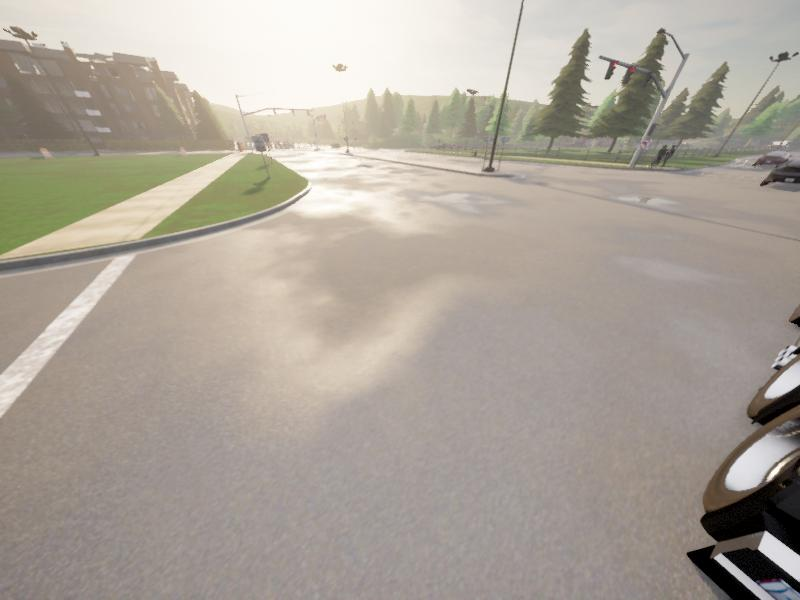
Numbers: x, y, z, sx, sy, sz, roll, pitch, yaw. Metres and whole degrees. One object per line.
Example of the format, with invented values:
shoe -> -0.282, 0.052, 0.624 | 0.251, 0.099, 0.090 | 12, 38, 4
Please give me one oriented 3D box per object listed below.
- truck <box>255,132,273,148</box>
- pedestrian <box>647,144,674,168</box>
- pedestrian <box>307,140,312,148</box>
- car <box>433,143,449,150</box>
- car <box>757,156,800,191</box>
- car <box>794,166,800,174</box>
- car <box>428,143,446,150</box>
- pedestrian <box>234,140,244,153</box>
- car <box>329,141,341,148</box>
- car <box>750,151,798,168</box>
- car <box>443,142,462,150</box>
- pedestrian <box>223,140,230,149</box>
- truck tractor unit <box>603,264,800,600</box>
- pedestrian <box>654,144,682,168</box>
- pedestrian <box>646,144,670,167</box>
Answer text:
truck -> -39.593, -46.597, 67.298 | 2.891, 3.827, 8.468 | -18, 39, -25
pedestrian -> 24.854, -13.750, 22.064 | 0.751, 1.860, 0.751 | 9, 36, 12
pedestrian -> -24.605, -42.580, 63.068 | 0.751, 1.860, 0.751 | -23, 41, -30
car -> 11.819, -44.062, 66.127 | 3.988, 1.617, 1.851 | -18, 39, -24
car -> 24.657, -7.853, 14.216 | 4.892, 1.490, 1.837 | -18, 39, -24
car -> 37.524, -11.991, 20.391 | 4.181, 1.385, 1.994 | -18, 39, -24
car -> 11.135, -46.065, 69.167 | 5.027, 1.651, 2.152 | -18, 39, -24
pedestrian -> -27.417, -26.119, 39.375 | 0.751, 1.860, 0.751 | -17, 38, -23
car -> -19.932, -47.343, 70.460 | 1.930, 1.638, 5.238 | -18, 39, -25
car -> 41.331, -15.571, 25.505 | 4.674, 1.442, 1.812 | -18, 39, -24
car -> 14.601, -42.704, 64.097 | 4.856, 1.649, 2.033 | -18, 39, -24
pedestrian -> -41.038, -36.864, 54.700 | 0.751, 1.860, 0.751 | -19, 39, -26
truck tractor unit -> 5.109, -0.302, 0.789 | 6.516, 4.208, 3.053 | -18, 39, -24
pedestrian -> 25.346, -13.602, 21.856 | 0.751, 1.860, 0.751 | -9, 36, -13
pedestrian -> 25.209, -14.123, 22.603 | 0.751, 1.860, 0.751 | -23, 41, -30
